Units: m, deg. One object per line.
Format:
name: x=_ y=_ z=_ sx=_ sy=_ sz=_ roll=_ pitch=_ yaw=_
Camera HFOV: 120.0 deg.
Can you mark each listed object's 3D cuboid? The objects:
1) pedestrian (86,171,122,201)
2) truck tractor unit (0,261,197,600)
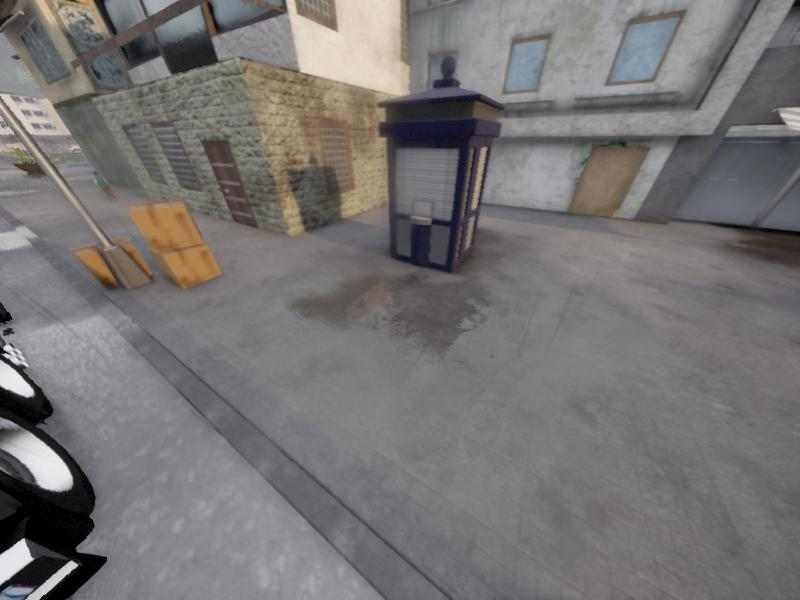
pedestrian: x=-12.926 y=-4.995 z=10.106 sx=0.500 sy=1.100 sz=0.500 roll=23 pitch=41 yaw=30
truck tractor unit: x=-5.110 y=-0.301 z=0.787 sx=6.516 sy=4.208 sz=3.053 roll=18 pitch=39 yaw=24
